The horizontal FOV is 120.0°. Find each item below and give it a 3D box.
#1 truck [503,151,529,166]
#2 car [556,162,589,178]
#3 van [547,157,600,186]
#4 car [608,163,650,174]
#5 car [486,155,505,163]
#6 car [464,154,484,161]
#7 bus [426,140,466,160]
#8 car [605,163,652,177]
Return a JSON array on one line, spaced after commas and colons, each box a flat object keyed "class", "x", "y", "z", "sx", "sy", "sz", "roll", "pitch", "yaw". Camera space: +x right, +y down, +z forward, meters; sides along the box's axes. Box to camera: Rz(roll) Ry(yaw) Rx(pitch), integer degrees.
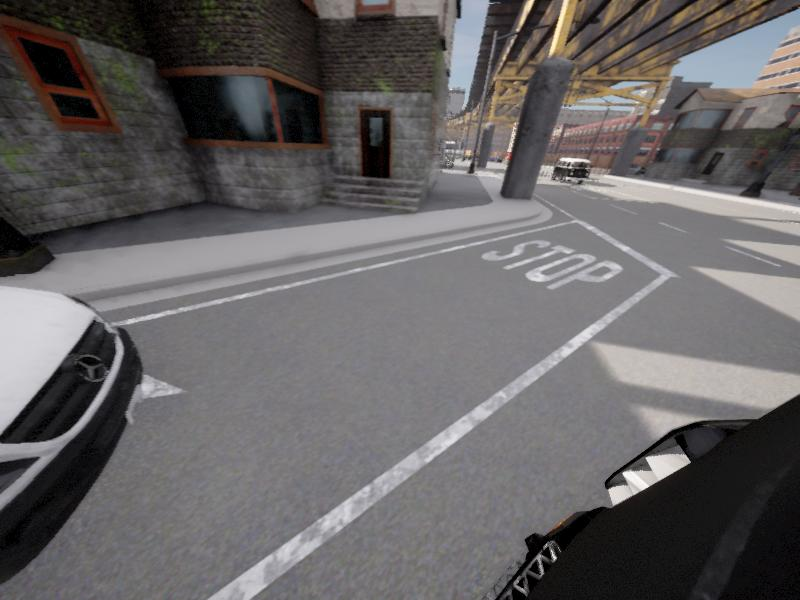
[{"class": "truck", "x": 25.627, "y": -31.463, "z": 51.350, "sx": 2.627, "sy": 2.467, "sz": 5.204, "roll": -1, "pitch": 34, "yaw": -6}, {"class": "car", "x": 21.532, "y": -16.341, "z": 28.972, "sx": 1.845, "sy": 1.501, "sz": 3.633, "roll": 9, "pitch": 34, "yaw": 9}, {"class": "van", "x": 16.140, "y": -12.223, "z": 21.868, "sx": 2.069, "sy": 2.038, "sz": 4.480, "roll": 9, "pitch": 33, "yaw": 9}, {"class": "car", "x": 36.049, "y": -20.757, "z": 36.416, "sx": 4.536, "sy": 1.218, "sz": 1.853, "roll": 28, "pitch": 41, "yaw": 33}, {"class": "car", "x": 24.045, "y": -35.468, "z": 58.260, "sx": 1.970, "sy": 1.475, "sz": 3.806, "roll": -11, "pitch": 36, "yaw": -20}, {"class": "car", "x": 20.480, "y": -39.353, "z": 63.775, "sx": 1.837, "sy": 1.490, "sz": 4.892, "roll": -23, "pitch": 41, "yaw": -33}, {"class": "bus", "x": 13.345, "y": -44.309, "z": 68.240, "sx": 10.273, "sy": 4.253, "sz": 3.944, "roll": 20, "pitch": 37, "yaw": 24}, {"class": "car", "x": 36.004, "y": -20.647, "z": 36.531, "sx": 4.974, "sy": 1.542, "sz": 2.038, "roll": 28, "pitch": 41, "yaw": 33}]
